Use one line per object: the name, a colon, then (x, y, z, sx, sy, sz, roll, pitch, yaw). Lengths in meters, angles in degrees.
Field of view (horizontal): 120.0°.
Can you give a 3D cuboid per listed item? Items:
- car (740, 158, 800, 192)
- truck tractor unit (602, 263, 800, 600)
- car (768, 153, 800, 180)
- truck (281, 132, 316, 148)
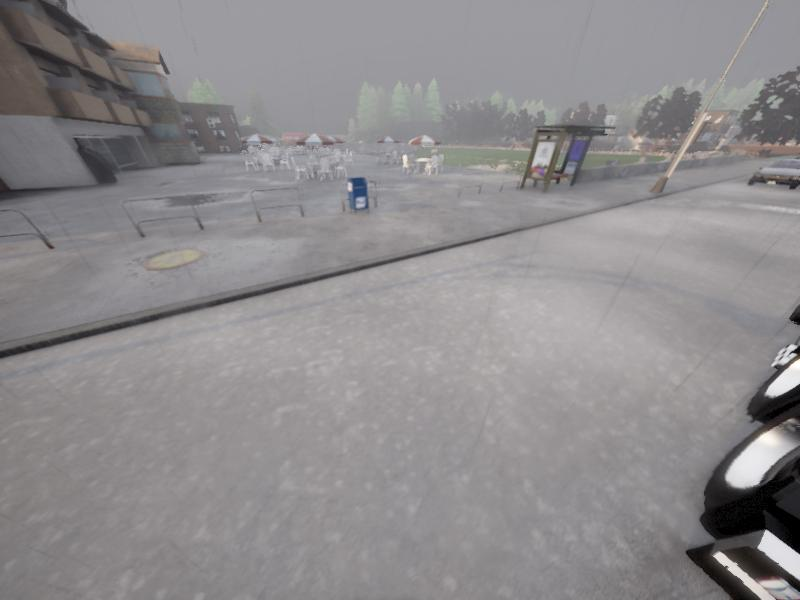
car: (24.057, -7.928, 14.404, 5.357, 1.411, 2.033, -18, 39, -24)
truck tractor unit: (5.110, -0.301, 0.784, 6.516, 4.208, 3.053, -18, 39, -24)
car: (30.828, -10.191, 17.603, 4.514, 1.525, 2.007, -18, 39, -24)
truck: (-30.478, -48.160, 69.612, 8.468, 3.827, 2.891, -18, 39, -24)
